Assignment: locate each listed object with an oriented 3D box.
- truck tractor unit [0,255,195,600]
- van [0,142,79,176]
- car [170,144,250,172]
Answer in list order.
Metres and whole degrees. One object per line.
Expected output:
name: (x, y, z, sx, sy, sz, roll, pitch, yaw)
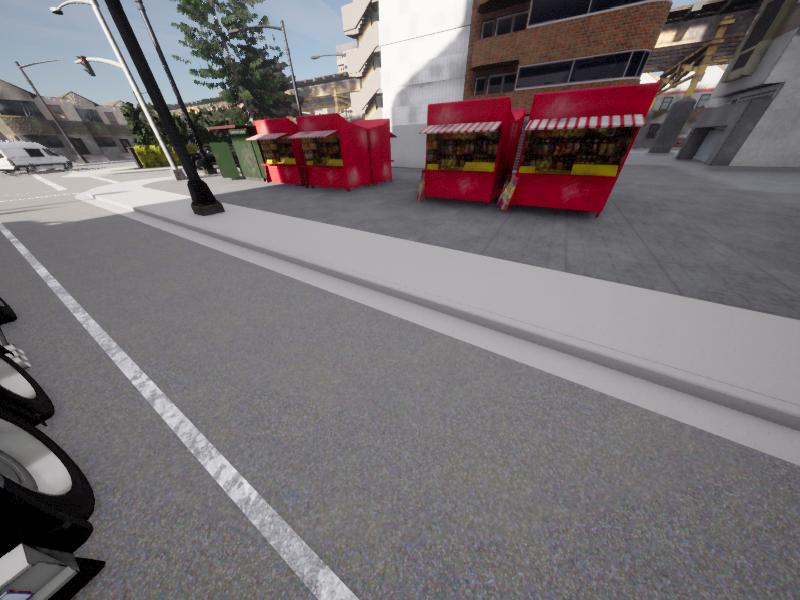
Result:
truck tractor unit: (-5.097, -0.314, 0.801, 6.516, 4.208, 3.053, 19, 39, 25)
van: (-37.320, -14.369, 23.328, 1.988, 2.561, 5.915, -7, 35, -9)
car: (-19.121, -14.653, 23.661, 2.150, 2.045, 5.566, 18, 39, 26)
